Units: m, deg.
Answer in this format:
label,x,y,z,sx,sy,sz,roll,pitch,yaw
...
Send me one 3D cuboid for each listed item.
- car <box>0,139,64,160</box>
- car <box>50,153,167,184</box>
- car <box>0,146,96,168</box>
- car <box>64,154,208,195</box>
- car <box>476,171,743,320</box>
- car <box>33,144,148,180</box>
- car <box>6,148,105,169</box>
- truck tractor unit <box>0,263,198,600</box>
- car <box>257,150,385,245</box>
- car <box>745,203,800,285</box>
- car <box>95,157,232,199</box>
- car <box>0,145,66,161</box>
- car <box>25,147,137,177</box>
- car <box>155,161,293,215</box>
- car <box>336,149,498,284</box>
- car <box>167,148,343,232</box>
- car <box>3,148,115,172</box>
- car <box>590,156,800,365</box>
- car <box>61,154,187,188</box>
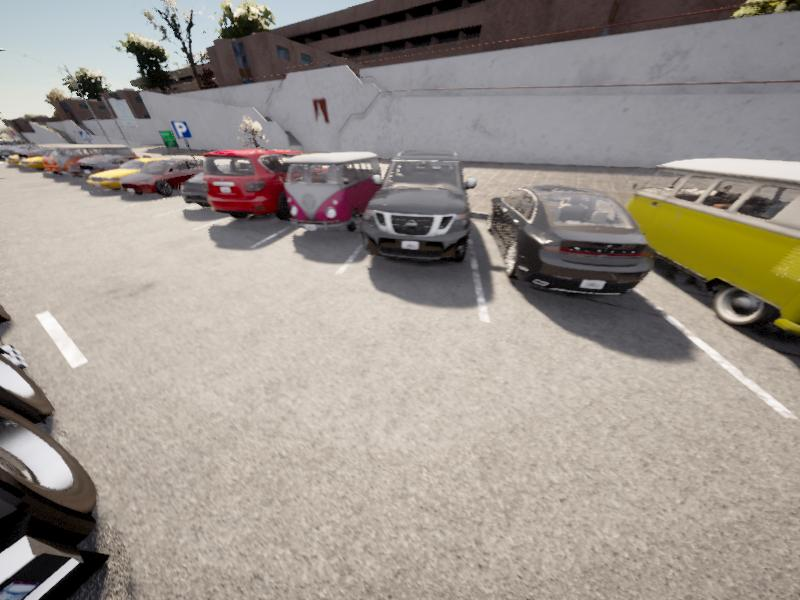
label,x,y,z,sx,sy,sz,roll,pitch,yaw
car,-48.417,-19.243,29.487,2.435,2.045,5.566,6,35,8
car,-20.012,-9.398,16.296,2.002,1.452,4.674,6,35,8
car,-35.539,-14.571,23.390,1.946,1.575,5.366,7,35,8
car,-14.865,-7.610,13.682,1.946,1.575,5.366,6,35,8
car,3.246,-1.787,5.219,2.231,1.521,4.892,5,34,8
car,-22.600,-10.417,17.267,1.878,1.987,4.442,7,35,8
car,-32.925,-13.787,22.375,2.163,1.488,4.792,6,35,8
truck tractor unit,-5.116,-0.294,0.781,6.516,4.208,3.053,18,39,24
car,-1.932,-3.593,7.467,1.878,1.987,4.442,6,35,8
car,8.407,-0.197,2.660,2.185,1.767,4.553,5,35,8
car,-12.258,-6.814,12.604,2.163,1.488,4.792,6,35,8
car,-45.828,-18.155,28.395,2.231,1.521,4.892,6,35,8
car,-25.183,-11.256,18.611,2.185,1.767,4.553,6,35,8
car,-7.088,-5.123,10.174,2.002,1.452,4.674,6,35,8
car,0.666,-2.822,6.291,2.435,2.045,5.566,6,35,8
car,-4.500,-4.537,8.806,2.435,2.045,5.566,6,35,8
car,-30.374,-12.817,20.973,1.946,1.575,5.366,7,35,8
car,5.848,-1.202,3.958,1.878,1.987,4.442,5,35,8
car,-17.423,-8.561,15.100,2.163,1.488,4.792,6,35,8
